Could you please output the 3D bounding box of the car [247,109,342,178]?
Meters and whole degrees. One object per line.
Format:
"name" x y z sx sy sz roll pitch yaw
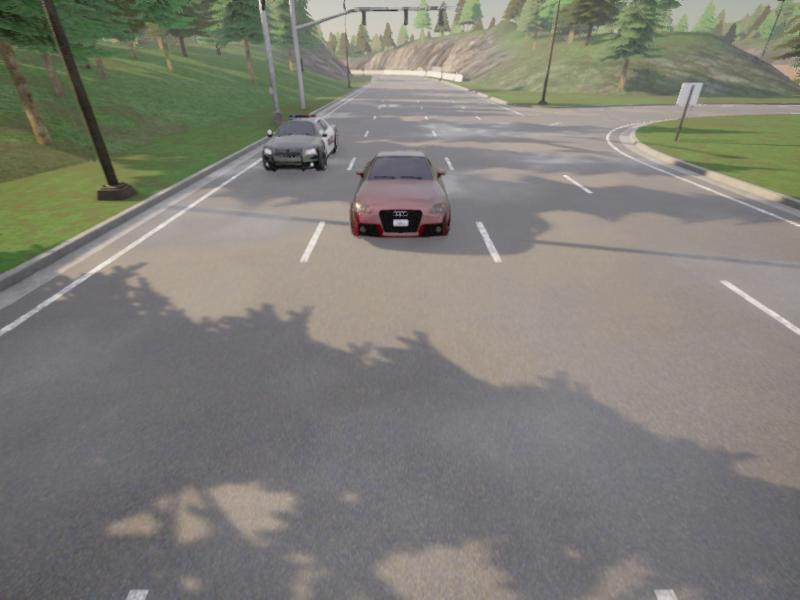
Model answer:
"car" -3.480 -5.738 14.298 2.038 1.542 4.974 0 30 0

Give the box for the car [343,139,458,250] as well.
"car" 0.015 -2.599 9.088 1.994 1.385 4.181 0 30 0
